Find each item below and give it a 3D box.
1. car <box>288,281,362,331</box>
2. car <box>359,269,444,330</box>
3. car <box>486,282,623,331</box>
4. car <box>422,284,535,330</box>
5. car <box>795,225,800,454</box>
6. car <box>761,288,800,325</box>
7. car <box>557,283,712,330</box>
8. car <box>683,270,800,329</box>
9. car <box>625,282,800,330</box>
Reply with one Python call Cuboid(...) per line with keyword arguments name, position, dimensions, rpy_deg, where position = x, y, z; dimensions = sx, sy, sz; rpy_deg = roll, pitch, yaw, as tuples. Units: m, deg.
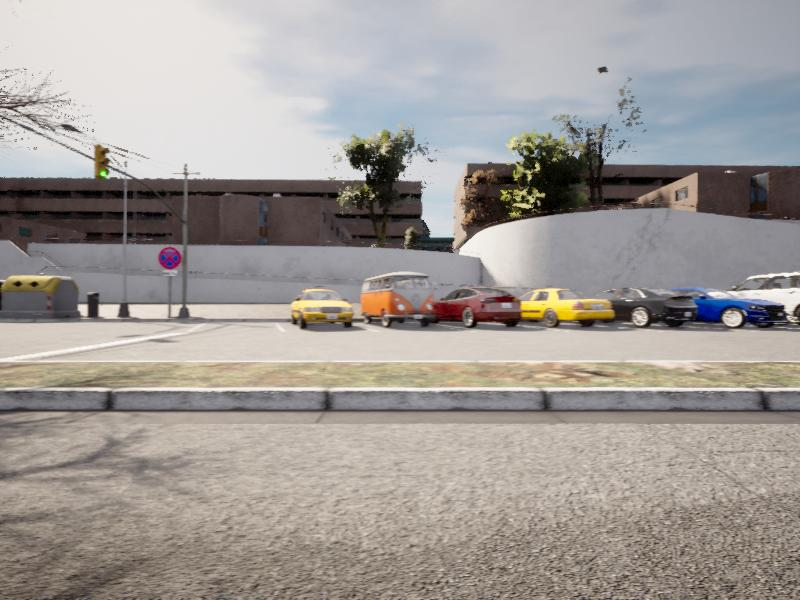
Cuboid(name="car", position=(-3.099, 0.232, 15.433), dimensions=(1.946, 1.575, 5.366), rpy_deg=(1, -1, -20))
Cuboid(name="car", position=(-0.140, 0.010, 15.497), dimensions=(1.878, 1.987, 4.442), rpy_deg=(1, -1, -20))
Cuboid(name="car", position=(5.716, 0.236, 15.772), dimensions=(1.946, 1.575, 5.366), rpy_deg=(0, -1, -20))
Cuboid(name="car", position=(2.786, 0.267, 15.627), dimensions=(2.163, 1.488, 4.792), rpy_deg=(0, -1, -20))
Cuboid(name="car", position=(4.670, 0.254, 1.699), dimensions=(4.193, 1.474, 1.816), rpy_deg=(0, 0, 0))
Cuboid(name="car", position=(17.715, 0.257, 15.599), dimensions=(2.231, 1.521, 4.892), rpy_deg=(1, -1, -20))
Cuboid(name="car", position=(8.764, 0.240, 15.590), dimensions=(2.231, 1.521, 4.892), rpy_deg=(0, -1, -20))
Cuboid(name="car", position=(14.714, -0.004, 15.621), dimensions=(2.435, 2.045, 5.566), rpy_deg=(0, -1, -20))
Cuboid(name="car", position=(11.749, 0.242, 15.600), dimensions=(2.097, 1.535, 5.008), rpy_deg=(1, -1, -20))
